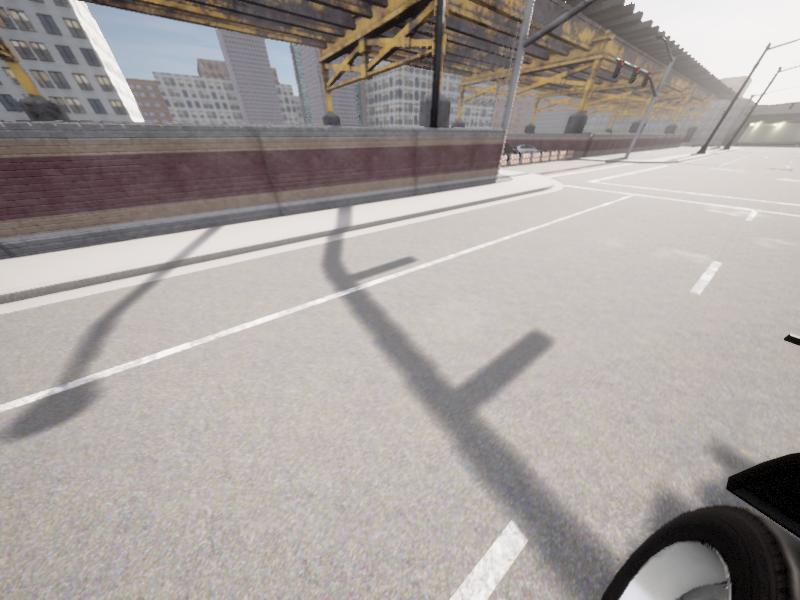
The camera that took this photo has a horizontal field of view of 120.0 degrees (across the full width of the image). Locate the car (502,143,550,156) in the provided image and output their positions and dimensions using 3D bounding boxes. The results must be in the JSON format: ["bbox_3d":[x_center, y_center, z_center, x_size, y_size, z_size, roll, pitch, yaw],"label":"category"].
[{"bbox_3d":[14.795,-17.764,27.243,4.536,1.218,1.853,-4,35,-5],"label":"car"}]

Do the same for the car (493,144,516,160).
[{"bbox_3d":[10.894,-15.648,24.279,1.853,1.218,4.536,11,37,16],"label":"car"}]

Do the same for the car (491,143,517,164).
[{"bbox_3d":[10.878,-15.491,24.330,2.038,1.542,4.974,11,37,16],"label":"car"}]

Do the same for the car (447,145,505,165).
[{"bbox_3d":[7.090,-13.963,22.195,4.974,1.542,2.038,5,36,7],"label":"car"}]

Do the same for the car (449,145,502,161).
[{"bbox_3d":[7.038,-14.096,22.111,4.536,1.218,1.853,5,36,7],"label":"car"}]

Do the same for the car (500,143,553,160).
[{"bbox_3d":[14.848,-17.639,27.338,4.974,1.542,2.038,-4,35,-5],"label":"car"}]
